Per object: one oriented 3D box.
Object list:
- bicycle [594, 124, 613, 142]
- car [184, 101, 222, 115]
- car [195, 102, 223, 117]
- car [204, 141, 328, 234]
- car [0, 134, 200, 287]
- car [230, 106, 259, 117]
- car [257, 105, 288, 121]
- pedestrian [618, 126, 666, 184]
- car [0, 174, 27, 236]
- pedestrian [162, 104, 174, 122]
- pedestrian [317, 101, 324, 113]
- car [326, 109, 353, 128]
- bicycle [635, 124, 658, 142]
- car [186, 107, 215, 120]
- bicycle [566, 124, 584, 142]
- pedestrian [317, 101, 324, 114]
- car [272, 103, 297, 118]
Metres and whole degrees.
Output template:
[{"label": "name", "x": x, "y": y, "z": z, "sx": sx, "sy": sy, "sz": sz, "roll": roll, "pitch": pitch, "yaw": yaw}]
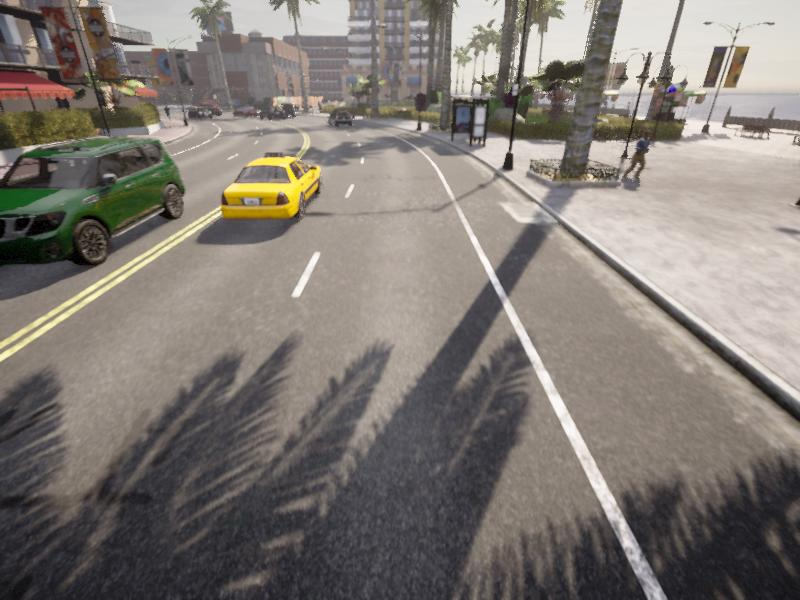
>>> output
[{"label": "bicycle", "x": 14.116, "y": -11.591, "z": 27.795, "sx": 0.373, "sy": 1.024, "sz": 1.643, "roll": 0, "pitch": 27, "yaw": -1}, {"label": "car", "x": -31.972, "y": -31.270, "z": 65.082, "sx": 5.566, "sy": 2.045, "sz": 2.150, "roll": 13, "pitch": 30, "yaw": 23}, {"label": "car", "x": -28.373, "y": -28.256, "z": 59.420, "sx": 3.866, "sy": 1.878, "sz": 1.905, "roll": 21, "pitch": 34, "yaw": 34}, {"label": "car", "x": -3.515, "y": -3.529, "z": 11.746, "sx": 1.801, "sy": 1.575, "sz": 5.366, "roll": 0, "pitch": 27, "yaw": 0}, {"label": "car", "x": -7.029, "y": -2.408, "z": 9.042, "sx": 2.150, "sy": 2.045, "sz": 5.566, "roll": 0, "pitch": 27, "yaw": -1}, {"label": "car", "x": -23.254, "y": -28.176, "z": 59.809, "sx": 4.181, "sy": 1.385, "sz": 1.994, "roll": 21, "pitch": 34, "yaw": 34}, {"label": "car", "x": -16.981, "y": -24.870, "z": 53.101, "sx": 2.242, "sy": 1.667, "sz": 4.611, "roll": -18, "pitch": 33, "yaw": -32}, {"label": "pedestrian", "x": 8.613, "y": -5.184, "z": 14.322, "sx": 0.751, "sy": 1.860, "sz": 0.751, "roll": -3, "pitch": 27, "yaw": -6}, {"label": "car", "x": -10.533, "y": -1.408, "z": 7.904, "sx": 1.895, "sy": 1.301, "sz": 4.718, "roll": 0, "pitch": 27, "yaw": 0}, {"label": "pedestrian", "x": -26.709, "y": -21.567, "z": 46.042, "sx": 0.751, "sy": 1.860, "sz": 0.751, "roll": -15, "pitch": 31, "yaw": -27}, {"label": "pedestrian", "x": -13.206, "y": -32.046, "z": 66.476, "sx": 0.751, "sy": 1.860, "sz": 0.751, "roll": 17, "pitch": 32, "yaw": 30}, {"label": "car", "x": -6.435, "y": -19.355, "z": 42.484, "sx": 1.851, "sy": 1.617, "sz": 3.988, "roll": -10, "pitch": 29, "yaw": -19}, {"label": "bicycle", "x": 17.133, "y": -11.602, "z": 27.829, "sx": 0.373, "sy": 1.024, "sz": 1.643, "roll": 0, "pitch": 27, "yaw": -1}, {"label": "car", "x": -27.288, "y": -25.566, "z": 54.659, "sx": 3.806, "sy": 1.475, "sz": 1.970, "roll": 23, "pitch": 35, "yaw": 37}, {"label": "bicycle", "x": 12.104, "y": -11.583, "z": 27.773, "sx": 0.373, "sy": 1.024, "sz": 1.643, "roll": 0, "pitch": 27, "yaw": -1}, {"label": "pedestrian", "x": -13.071, "y": -31.709, "z": 65.821, "sx": 0.751, "sy": 1.860, "sz": 0.751, "roll": 8, "pitch": 28, "yaw": 16}, {"label": "car", "x": -16.670, "y": -27.354, "z": 57.691, "sx": 1.905, "sy": 1.878, "sz": 3.866, "roll": -20, "pitch": 34, "yaw": -34}]
